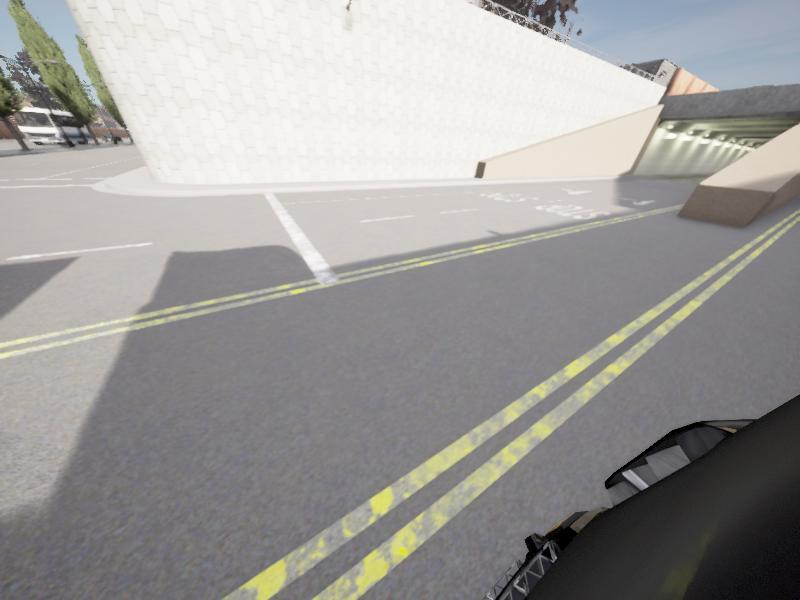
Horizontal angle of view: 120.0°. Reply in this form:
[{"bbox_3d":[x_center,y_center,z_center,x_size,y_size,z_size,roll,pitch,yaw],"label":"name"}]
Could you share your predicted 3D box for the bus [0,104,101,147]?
[{"bbox_3d":[-50.239,-25.241,33.859,3.944,4.253,10.273,-16,38,-26],"label":"bus"}]
